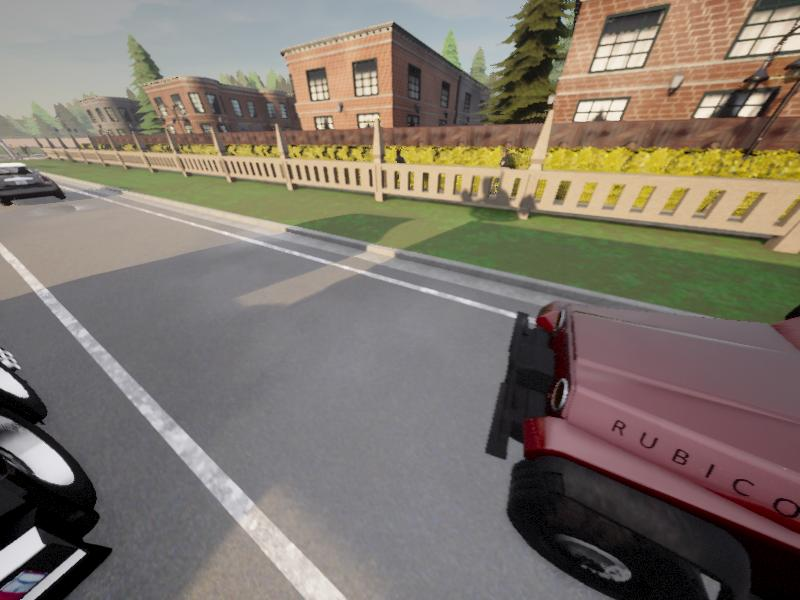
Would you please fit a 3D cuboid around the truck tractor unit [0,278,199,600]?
[{"bbox_3d":[-5.133,-0.278,0.748,6.516,4.208,3.053,17,38,23],"label":"truck tractor unit"}]

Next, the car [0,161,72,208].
[{"bbox_3d":[-18.000,-5.524,10.800,3.806,1.475,1.970,18,39,24],"label":"car"}]

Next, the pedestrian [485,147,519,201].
[{"bbox_3d":[4.202,-5.224,9.583,0.751,1.860,0.751,18,39,24],"label":"pedestrian"}]

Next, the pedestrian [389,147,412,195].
[{"bbox_3d":[0.023,-5.941,10.643,0.751,1.860,0.751,17,38,23],"label":"pedestrian"}]

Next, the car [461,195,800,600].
[{"bbox_3d":[2.603,0.866,1.093,3.866,1.878,1.905,18,39,24],"label":"car"}]
